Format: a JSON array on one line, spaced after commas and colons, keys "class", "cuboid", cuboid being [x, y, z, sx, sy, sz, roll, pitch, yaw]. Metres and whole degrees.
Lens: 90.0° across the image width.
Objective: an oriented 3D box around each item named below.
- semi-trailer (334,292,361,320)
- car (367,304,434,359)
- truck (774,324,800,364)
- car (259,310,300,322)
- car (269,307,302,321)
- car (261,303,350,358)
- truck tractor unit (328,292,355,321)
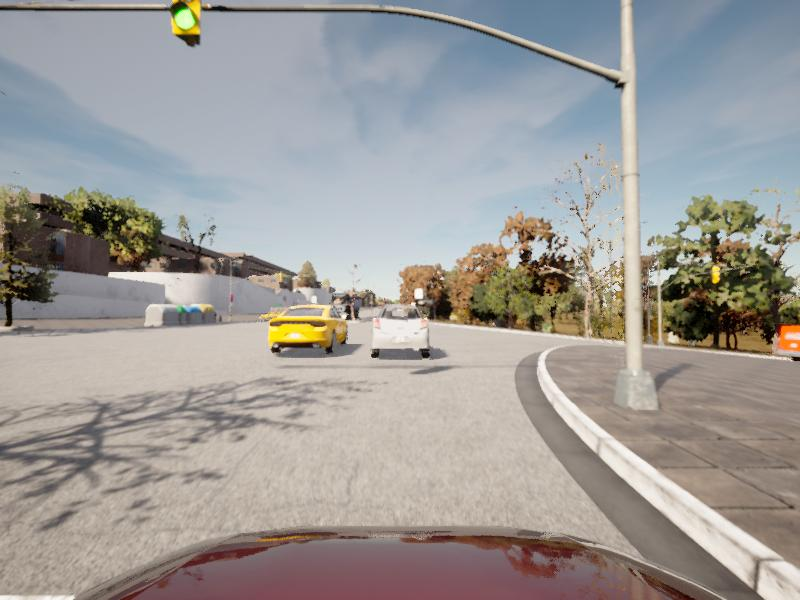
[{"class": "semi-trailer", "cuboid": [-8.807, 1.067, 68.732, 2.717, 4.402, 14.254, 0, -1, 0]}, {"class": "car", "cuboid": [0.010, 0.913, 12.854, 1.845, 1.501, 3.633, 0, -1, 0]}, {"class": "truck", "cuboid": [28.266, 3.117, 25.925, 5.204, 2.467, 2.627, 6, -2, 6]}, {"class": "car", "cuboid": [-16.714, 2.186, 55.598, 5.366, 1.575, 1.946, 0, -2, -20]}, {"class": "car", "cuboid": [-16.778, 2.038, 58.561, 4.442, 1.987, 1.878, 0, -2, -20]}, {"class": "car", "cuboid": [-2.988, 0.920, 13.871, 1.882, 1.535, 5.008, 0, -1, 0]}, {"class": "truck tractor unit", "cuboid": [-8.812, 0.973, 60.815, 3.053, 4.208, 6.516, 0, -2, 0]}]
